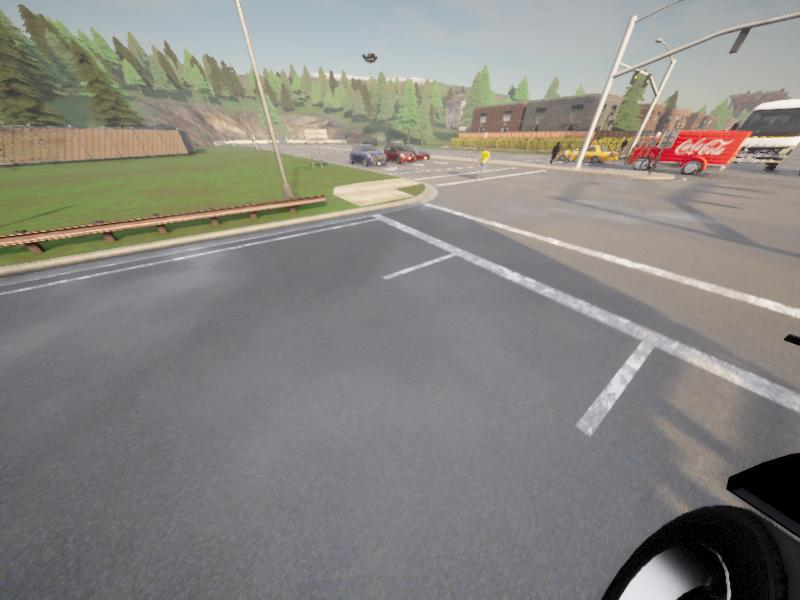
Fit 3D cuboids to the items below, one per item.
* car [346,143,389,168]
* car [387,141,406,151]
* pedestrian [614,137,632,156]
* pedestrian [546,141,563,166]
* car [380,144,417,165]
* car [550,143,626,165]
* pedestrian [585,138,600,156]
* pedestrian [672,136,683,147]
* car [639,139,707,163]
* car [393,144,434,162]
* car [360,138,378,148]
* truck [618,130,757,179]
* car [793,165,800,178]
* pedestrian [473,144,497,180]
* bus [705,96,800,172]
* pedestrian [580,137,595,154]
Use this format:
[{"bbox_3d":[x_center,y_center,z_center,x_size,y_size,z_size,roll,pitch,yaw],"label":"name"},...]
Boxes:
[{"bbox_3d":[-3.168,-13.878,22.016,2.097,1.767,4.553,-22,40,-27],"label":"car"},{"bbox_3d":[-0.741,-30.701,46.073,1.970,1.475,3.806,-22,41,-28],"label":"car"},{"bbox_3d":[26.767,-18.434,27.737,0.751,1.860,0.751,-20,40,-25],"label":"pedestrian"},{"bbox_3d":[13.874,-13.187,20.770,0.751,1.860,0.751,19,40,26],"label":"pedestrian"},{"bbox_3d":[-0.214,-14.898,23.592,1.851,1.617,3.988,-22,41,-27],"label":"car"},{"bbox_3d":[18.434,-14.579,22.979,1.801,1.575,5.366,-22,41,-27],"label":"car"},{"bbox_3d":[23.210,-18.441,27.849,0.751,1.860,0.751,19,39,25],"label":"pedestrian"},{"bbox_3d":[59.501,-34.031,49.549,0.751,1.860,0.751,-23,41,-28],"label":"pedestrian"},{"bbox_3d":[27.001,-14.823,22.970,3.866,1.878,1.905,-4,35,-5],"label":"car"},{"bbox_3d":[1.419,-17.056,26.739,2.163,1.488,4.792,-22,40,-27],"label":"car"},{"bbox_3d":[-7.967,-40.471,59.476,2.150,2.045,5.566,-22,41,-28],"label":"car"},{"bbox_3d":[19.630,-10.352,16.229,2.627,2.467,5.204,-22,41,-27],"label":"truck"},{"bbox_3d":[27.745,-8.801,14.771,4.902,1.511,2.128,-22,41,-28],"label":"car"},{"bbox_3d":[5.215,-8.549,14.321,0.751,1.860,0.751,-24,42,-30],"label":"pedestrian"},{"bbox_3d":[30.482,-13.418,18.910,10.273,4.253,3.944,-22,40,-28],"label":"bus"},{"bbox_3d":[25.900,-21.345,31.931,0.751,1.860,0.751,-20,40,-26],"label":"pedestrian"}]
